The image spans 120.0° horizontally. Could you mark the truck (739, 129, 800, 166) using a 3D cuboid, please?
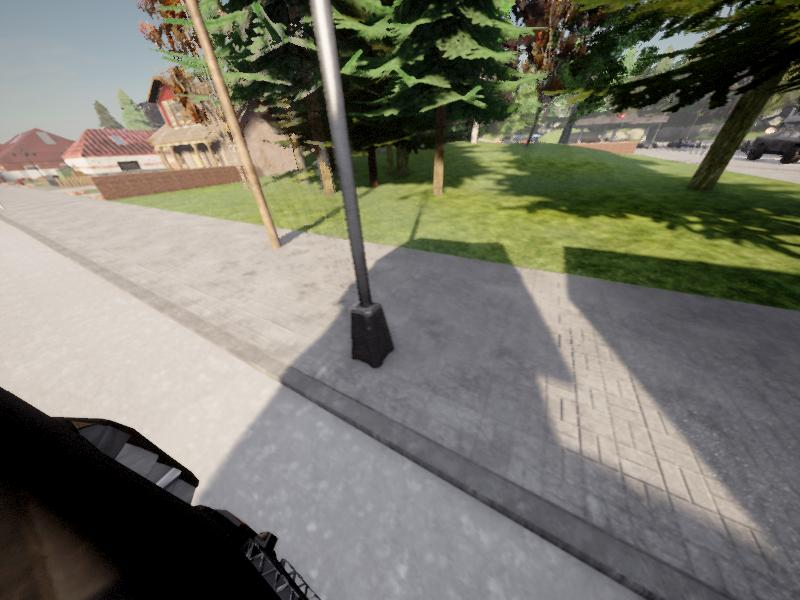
[{"bbox_3d":[29.476,-11.417,17.110,2.390,2.098,6.274,15,38,25],"label":"truck"}]
